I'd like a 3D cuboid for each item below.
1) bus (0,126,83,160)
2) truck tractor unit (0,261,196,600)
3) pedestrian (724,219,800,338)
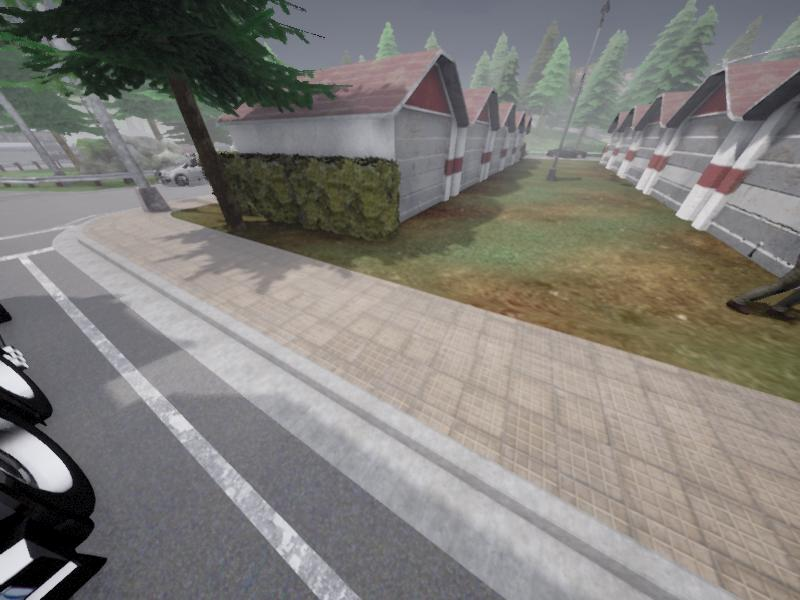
[{"bbox_3d":[-61.203,-25.389,37.403,3.944,4.253,10.273,18,39,25],"label":"bus"},{"bbox_3d":[-5.113,-0.296,0.796,6.516,4.208,3.053,18,39,25],"label":"truck tractor unit"},{"bbox_3d":[5.651,-0.500,3.071,0.751,1.860,0.751,-29,44,-35],"label":"pedestrian"}]
